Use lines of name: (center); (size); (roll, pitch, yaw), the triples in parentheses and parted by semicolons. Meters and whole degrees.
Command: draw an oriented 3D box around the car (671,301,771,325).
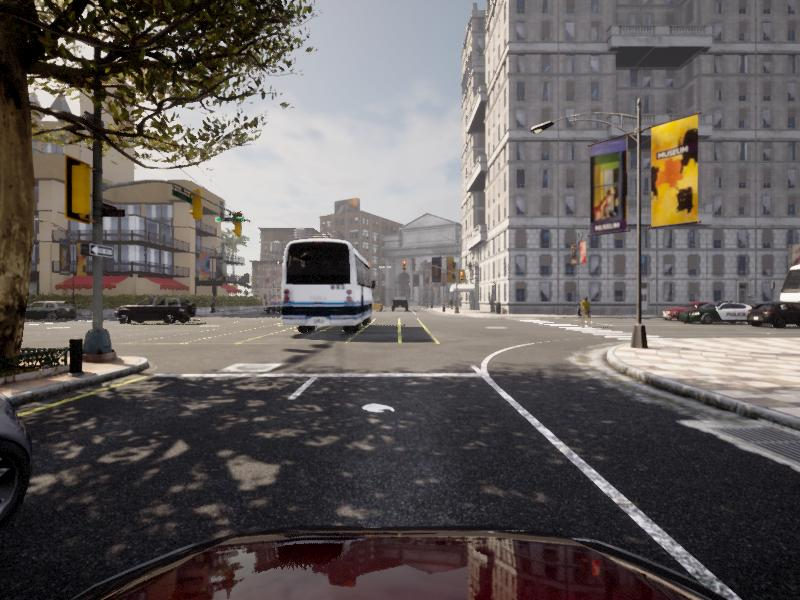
car: (21.155, 0.822, 26.511); (4.974, 1.542, 2.038); (0, 0, 0)

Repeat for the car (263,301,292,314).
car: (-15.001, 0.888, 49.342); (2.033, 1.411, 5.357); (0, 0, 0)

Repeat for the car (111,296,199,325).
car: (-15.992, 0.648, 26.300); (4.605, 1.855, 1.932); (0, 0, 0)

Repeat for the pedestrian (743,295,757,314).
pedestrian: (34.466, 0.479, 39.350); (0.751, 1.860, 0.751); (0, 0, 10)

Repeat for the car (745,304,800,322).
car: (29.057, 0.939, 30.045); (4.718, 1.301, 1.895); (0, 0, 0)

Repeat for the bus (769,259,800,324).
bus: (31.364, -0.538, 26.425); (10.273, 4.253, 3.944); (0, 0, 0)

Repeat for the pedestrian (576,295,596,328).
pedestrian: (10.516, 0.634, 22.645); (0.751, 1.860, 0.751); (0, 0, 0)

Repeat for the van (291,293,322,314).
van: (-11.502, 0.371, 49.802); (2.351, 2.431, 6.366); (0, 0, 0)

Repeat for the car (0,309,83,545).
car: (-3.492, 0.826, 1.425); (1.845, 1.501, 3.633); (0, 0, 0)

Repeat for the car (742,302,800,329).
car: (22.546, 0.851, 23.029); (4.193, 1.474, 1.816); (0, 0, 0)

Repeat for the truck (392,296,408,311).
truck: (0.000, 0.534, 59.649); (2.390, 2.098, 6.274); (0, 0, 0)

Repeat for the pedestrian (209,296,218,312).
pedestrian: (-22.213, 0.478, 47.645); (0.751, 1.860, 0.751); (0, 0, 0)

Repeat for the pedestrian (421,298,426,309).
pedestrian: (4.219, 0.627, 70.575); (0.751, 1.860, 0.751); (0, 0, -5)

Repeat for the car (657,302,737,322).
car: (22.211, 0.865, 30.011); (4.674, 1.442, 1.812); (0, 0, 0)

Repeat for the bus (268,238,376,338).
bus: (-3.621, -0.535, 22.062); (3.944, 4.253, 10.273); (0, 0, 0)

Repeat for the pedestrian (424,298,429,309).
pedestrian: (4.677, 0.627, 71.064); (0.751, 1.860, 0.751); (0, 0, 0)

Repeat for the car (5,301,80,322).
car: (-26.503, 0.849, 29.742); (3.806, 1.475, 1.970); (0, 0, 0)
